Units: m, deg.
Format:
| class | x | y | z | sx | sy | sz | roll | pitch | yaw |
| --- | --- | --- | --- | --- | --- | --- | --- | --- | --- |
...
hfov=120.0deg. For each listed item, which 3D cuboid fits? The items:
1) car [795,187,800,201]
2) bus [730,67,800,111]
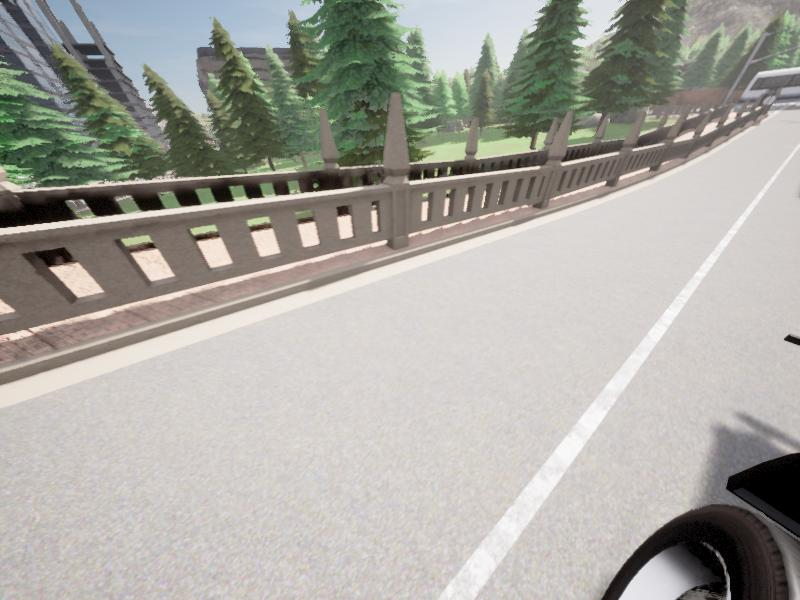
| class | x | y | z | sx | sy | sz | roll | pitch | yaw |
| --- | --- | --- | --- | --- | --- | --- | --- | --- | --- |
| car | 17.835 | -5.016 | 8.965 | 5.366 | 1.575 | 1.801 | -24 | 42 | -26 |
| bus | 55.682 | -29.503 | 32.001 | 3.944 | 4.253 | 10.273 | -31 | 44 | -27 |
